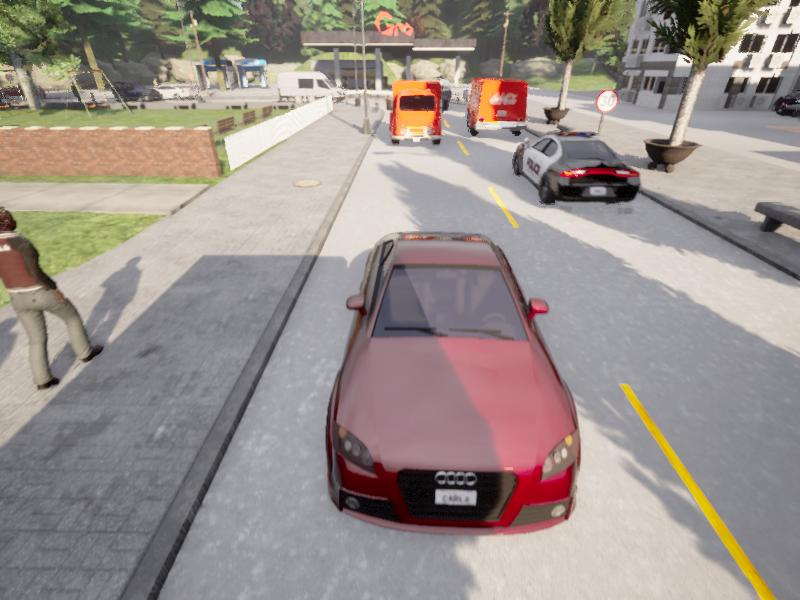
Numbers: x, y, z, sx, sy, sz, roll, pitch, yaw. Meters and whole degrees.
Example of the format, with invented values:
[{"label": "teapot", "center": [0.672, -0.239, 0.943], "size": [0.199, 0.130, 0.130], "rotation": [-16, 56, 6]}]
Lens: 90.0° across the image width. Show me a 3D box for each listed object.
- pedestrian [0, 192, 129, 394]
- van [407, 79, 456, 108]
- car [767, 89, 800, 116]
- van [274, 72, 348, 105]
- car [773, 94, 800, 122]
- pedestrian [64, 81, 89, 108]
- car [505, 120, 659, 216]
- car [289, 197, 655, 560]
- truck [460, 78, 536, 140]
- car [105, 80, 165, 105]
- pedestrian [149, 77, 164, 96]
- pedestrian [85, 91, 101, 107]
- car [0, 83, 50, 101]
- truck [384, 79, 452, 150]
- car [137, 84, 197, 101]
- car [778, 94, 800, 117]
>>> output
[{"label": "pedestrian", "center": [-3.594, -0.034, 3.959], "size": [0.751, 1.860, 0.751], "rotation": [-1, 30, -1]}, {"label": "van", "center": [2.642, -18.215, 35.130], "size": [2.069, 2.038, 4.480], "rotation": [-14, 33, -26]}, {"label": "car", "center": [28.851, -14.297, 28.839], "size": [1.845, 1.501, 3.633], "rotation": [6, 31, 10]}, {"label": "van", "center": [-7.908, -19.100, 36.141], "size": [5.915, 2.561, 1.988], "rotation": [3, 30, 5]}, {"label": "car", "center": [28.460, -12.678, 26.553], "size": [4.974, 1.542, 2.038], "rotation": [17, 34, 26]}, {"label": "pedestrian", "center": [-26.058, -16.571, 32.224], "size": [0.751, 1.860, 0.751], "rotation": [1, 30, 1]}, {"label": "car", "center": [4.585, -3.899, 11.153], "size": [2.038, 1.542, 4.974], "rotation": [1, 30, 1]}, {"label": "car", "center": [0.461, 0.176, 4.341], "size": [1.994, 1.385, 4.181], "rotation": [1, 31, 2]}, {"label": "truck", "center": [4.786, -10.032, 20.710], "size": [2.627, 2.467, 5.204], "rotation": [0, 30, 1]}, {"label": "car", "center": [-24.230, -19.076, 36.734], "size": [3.866, 1.878, 1.905], "rotation": [0, 30, 1]}, {"label": "pedestrian", "center": [-27.584, -24.244, 45.343], "size": [0.751, 1.860, 0.751], "rotation": [-6, 31, -10]}, {"label": "pedestrian", "center": [-25.299, -16.571, 32.977], "size": [0.500, 1.100, 0.500], "rotation": [6, 31, 10]}, {"label": "car", "center": [-38.226, -21.062, 40.459], "size": [3.705, 1.549, 1.789], "rotation": [1, 30, 1]}, {"label": "truck", "center": [0.727, -8.611, 18.278], "size": [2.627, 2.467, 5.204], "rotation": [0, 30, 1]}, {"label": "car", "center": [-23.382, -20.903, 40.299], "size": [4.674, 1.442, 1.812], "rotation": [1, 30, 1]}, {"label": "car", "center": [28.416, -12.827, 26.496], "size": [4.536, 1.218, 1.853], "rotation": [17, 34, 26]}]
